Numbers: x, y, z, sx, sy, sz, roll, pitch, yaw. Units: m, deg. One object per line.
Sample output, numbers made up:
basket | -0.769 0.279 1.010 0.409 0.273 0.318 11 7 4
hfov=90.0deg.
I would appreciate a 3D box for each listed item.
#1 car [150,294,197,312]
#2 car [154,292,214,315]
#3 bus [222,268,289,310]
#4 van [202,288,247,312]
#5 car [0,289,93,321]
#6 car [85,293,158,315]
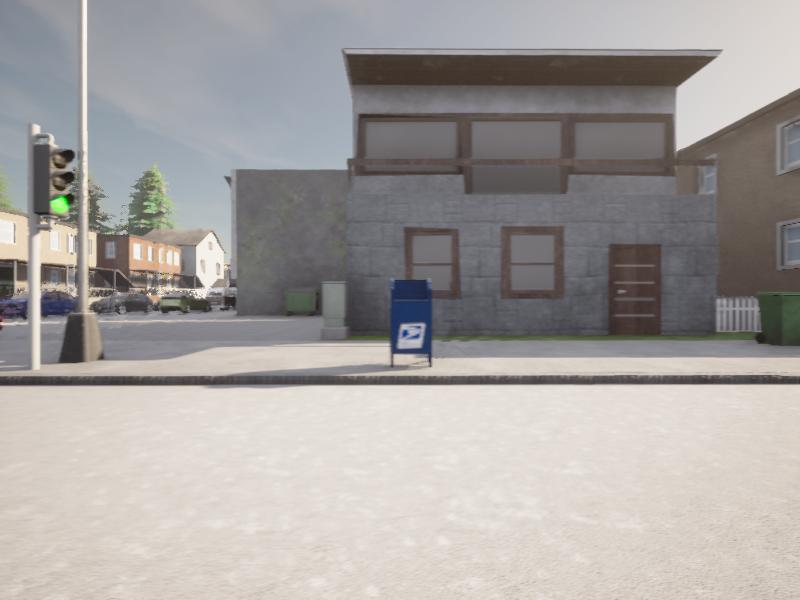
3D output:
car | -19.753 0.265 35.073 1.816 1.474 4.193 0 0 0
car | -15.726 0.237 29.493 2.007 1.525 4.514 0 0 0
bus | -15.944 -1.124 45.290 3.944 4.253 10.273 0 0 0
van | -15.760 -0.019 36.177 2.069 2.038 4.480 0 0 0
car | -19.666 0.232 21.919 1.882 1.535 5.008 0 0 0
car | -19.712 0.254 28.621 1.837 1.490 4.892 0 0 0
